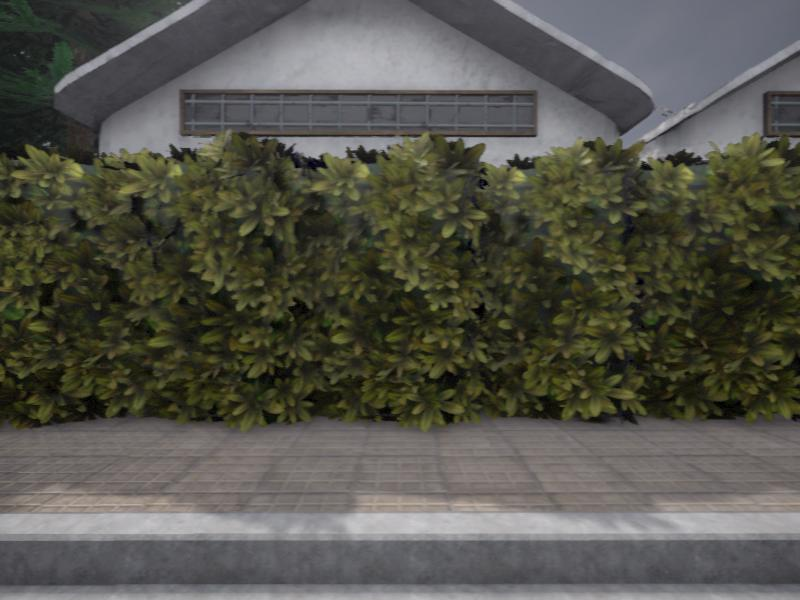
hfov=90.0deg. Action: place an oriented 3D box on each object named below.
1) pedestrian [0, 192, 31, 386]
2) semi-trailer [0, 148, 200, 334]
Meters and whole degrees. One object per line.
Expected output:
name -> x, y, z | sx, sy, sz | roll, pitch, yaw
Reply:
pedestrian -> -4.222, -0.109, 3.800 | 0.751, 1.860, 0.751 | 0, 0, 11
semi-trailer -> -10.820, -1.392, 11.874 | 2.717, 4.402, 14.254 | 0, 0, 0
